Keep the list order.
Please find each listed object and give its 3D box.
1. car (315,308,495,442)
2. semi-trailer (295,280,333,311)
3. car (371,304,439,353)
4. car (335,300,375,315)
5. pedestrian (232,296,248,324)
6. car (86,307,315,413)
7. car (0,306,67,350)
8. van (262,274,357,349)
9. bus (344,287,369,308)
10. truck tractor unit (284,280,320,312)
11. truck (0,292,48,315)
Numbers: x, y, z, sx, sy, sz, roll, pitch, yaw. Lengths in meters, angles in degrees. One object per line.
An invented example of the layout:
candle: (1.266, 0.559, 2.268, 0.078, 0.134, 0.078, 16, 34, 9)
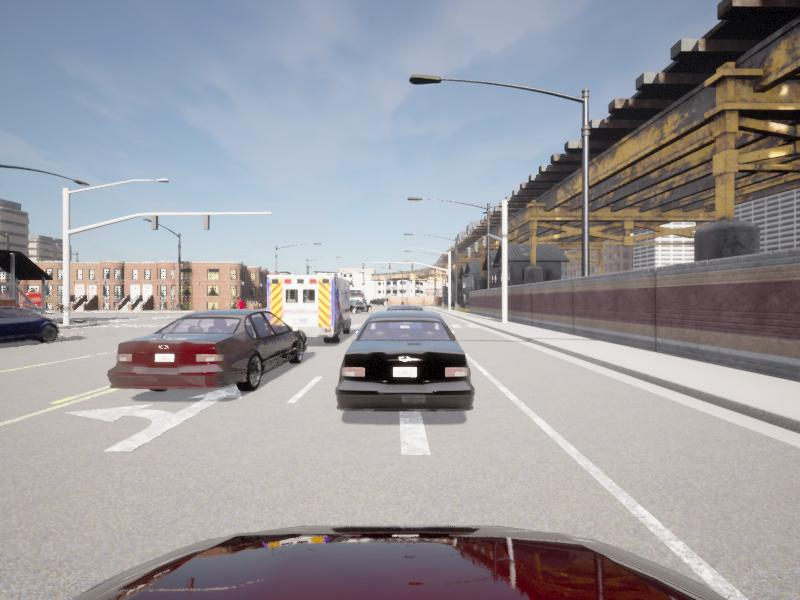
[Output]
car: (0.088, 0.895, 7.195, 2.033, 1.411, 5.357, 0, 0, 1)
semi-trailer: (-13.253, -0.623, 63.189, 2.717, 4.402, 14.254, 0, 0, 1)
car: (0.178, 0.895, 14.747, 2.033, 1.411, 5.357, 0, 0, 1)
car: (-5.149, 0.771, 46.519, 1.930, 1.638, 5.238, 0, 0, 30)
pedestrian: (-10.665, 0.637, 26.626, 0.751, 1.860, 0.751, 0, 0, -1)
car: (-3.400, 0.895, 8.344, 2.033, 1.411, 5.357, 0, 0, 1)
car: (-13.861, 0.907, 13.366, 1.994, 1.385, 4.181, 0, 0, 0)
van: (-3.303, 0.378, 16.290, 2.351, 2.431, 6.366, 0, 0, 1)
bus: (-9.260, -0.534, 86.414, 3.944, 4.253, 10.273, 0, 0, 1)
truck tractor unit: (-13.437, -0.520, 55.278, 3.053, 4.208, 6.516, 0, 0, 3)
truck: (-43.929, 0.379, 45.862, 5.204, 2.467, 2.627, 2, 0, 12)
